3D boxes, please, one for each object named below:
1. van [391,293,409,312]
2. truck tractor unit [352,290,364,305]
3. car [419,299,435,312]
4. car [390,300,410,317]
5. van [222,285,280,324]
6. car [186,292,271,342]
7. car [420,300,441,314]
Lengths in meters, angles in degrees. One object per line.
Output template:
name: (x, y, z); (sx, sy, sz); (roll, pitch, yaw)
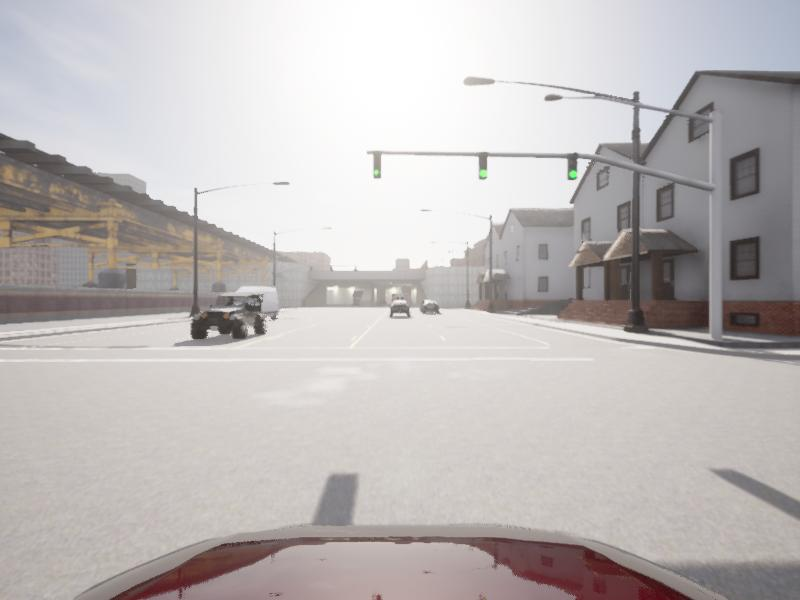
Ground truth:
van: (-0.001, 0.316, 54.510); (2.351, 2.431, 6.366); (0, 0, 0)
truck tractor unit: (-12.005, -0.646, 113.901); (3.053, 4.208, 6.516); (0, 0, -3)
car: (3.498, 0.726, 52.672); (1.851, 1.617, 3.988); (0, 0, 0)
car: (-0.007, 0.798, 38.185); (1.837, 1.490, 4.892); (0, -1, 0)
van: (-10.512, 0.291, 28.871); (1.988, 2.561, 5.915); (0, 0, 0)
car: (-7.004, 0.627, 16.786); (1.905, 1.878, 3.866); (0, 0, 0)
car: (3.488, 0.781, 46.478); (2.128, 1.511, 4.902); (0, 0, 0)
